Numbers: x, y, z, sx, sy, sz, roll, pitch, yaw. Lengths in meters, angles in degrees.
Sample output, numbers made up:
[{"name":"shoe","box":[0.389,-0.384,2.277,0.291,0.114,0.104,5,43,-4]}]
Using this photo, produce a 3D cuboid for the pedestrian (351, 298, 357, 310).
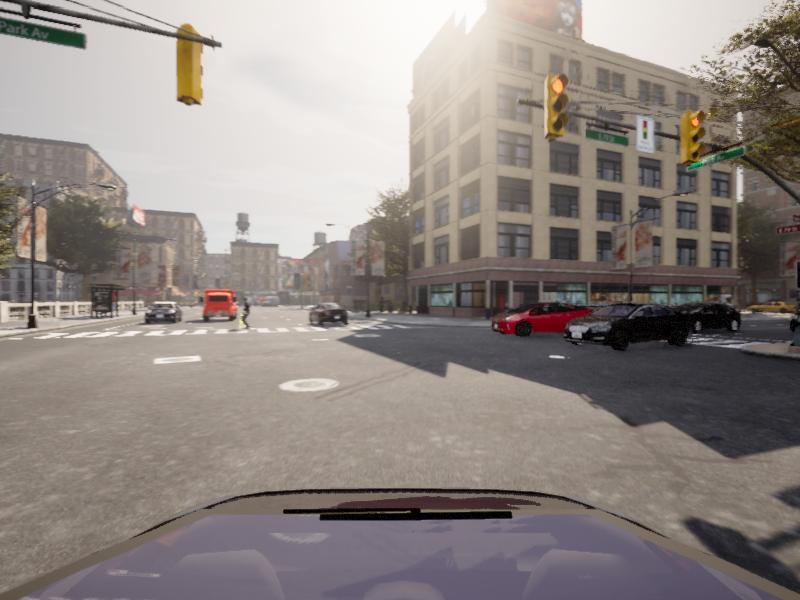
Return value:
[{"name":"pedestrian","box":[-7.399,0.598,64.252,0.751,1.860,0.751,0,0,44]}]

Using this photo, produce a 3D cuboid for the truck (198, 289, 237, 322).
[{"name":"truck","box":[-14.577,0.409,32.334,2.627,2.467,5.204,0,0,-22]}]

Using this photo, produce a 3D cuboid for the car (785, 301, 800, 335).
[{"name":"car","box":[20.750,0.836,19.161,3.988,1.617,1.851,0,0,-21]}]

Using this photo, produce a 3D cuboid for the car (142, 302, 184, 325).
[{"name":"car","box":[-16.929,0.898,28.751,1.970,1.475,3.806,0,0,-21]}]

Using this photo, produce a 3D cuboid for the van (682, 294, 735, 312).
[{"name":"van","box":[45.335,0.453,58.972,1.988,2.561,5.915,0,0,-22]}]

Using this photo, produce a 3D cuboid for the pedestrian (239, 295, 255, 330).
[{"name":"pedestrian","box":[-8.379,0.675,21.864,0.751,1.860,0.751,0,0,-27]}]

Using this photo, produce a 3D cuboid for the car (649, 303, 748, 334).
[{"name":"car","box":[15.613,0.893,20.920,4.892,1.490,1.837,0,0,-21]}]

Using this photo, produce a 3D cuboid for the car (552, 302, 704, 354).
[{"name":"car","box":[7.958,0.865,13.959,4.902,1.511,2.128,0,0,-24]}]

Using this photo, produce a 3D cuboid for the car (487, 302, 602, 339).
[{"name":"car","box":[6.525,0.867,18.273,4.514,1.525,2.007,0,0,-11]}]

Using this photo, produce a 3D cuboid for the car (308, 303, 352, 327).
[{"name":"car","box":[-4.760,0.917,26.515,1.812,1.442,4.674,0,0,-24]}]
